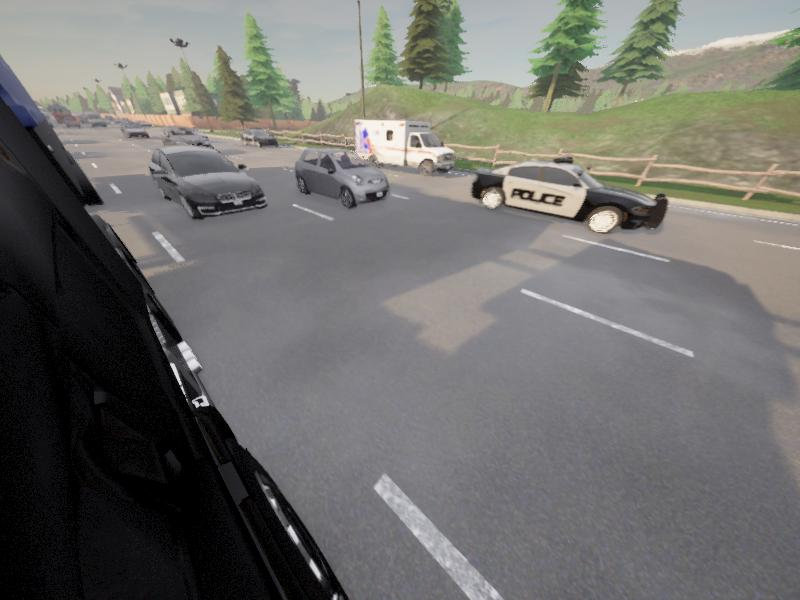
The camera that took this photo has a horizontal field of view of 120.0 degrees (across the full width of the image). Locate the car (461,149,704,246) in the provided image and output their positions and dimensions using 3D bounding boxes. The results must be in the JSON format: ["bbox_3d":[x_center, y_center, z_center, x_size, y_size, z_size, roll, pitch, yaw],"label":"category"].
[{"bbox_3d":[4.855,-3.479,7.173,5.238,1.638,1.930,28,44,30],"label":"car"}]

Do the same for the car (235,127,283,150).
[{"bbox_3d":[-14.248,-16.367,23.301,5.238,1.638,1.930,28,44,30],"label":"car"}]

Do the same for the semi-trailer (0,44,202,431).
[{"bbox_3d":[-8.706,-3.585,4.243,14.254,4.402,2.717,28,44,30],"label":"semi-trailer"}]

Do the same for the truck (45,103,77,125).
[{"bbox_3d":[-83.140,-45.613,56.658,8.468,3.827,2.891,28,44,30],"label":"truck"}]

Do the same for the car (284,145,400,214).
[{"bbox_3d":[-2.020,-4.340,8.035,3.633,1.501,1.845,28,44,30],"label":"car"}]

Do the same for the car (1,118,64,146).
[{"bbox_3d":[-31.087,-14.330,19.667,5.027,1.651,2.152,28,44,30],"label":"car"}]

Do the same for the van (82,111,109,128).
[{"bbox_3d":[-60.739,-35.934,46.070,5.915,2.561,1.988,28,44,30],"label":"van"}]

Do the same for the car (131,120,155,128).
[{"bbox_3d":[-59.386,-40.598,53.319,5.357,1.411,2.033,23,42,26],"label":"car"}]

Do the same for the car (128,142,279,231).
[{"bbox_3d":[-6.008,-3.704,6.990,4.892,1.490,1.837,28,44,30],"label":"car"}]

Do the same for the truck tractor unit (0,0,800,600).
[{"bbox_3d":[-2.645,-0.295,0.352,6.516,4.208,3.053,28,44,30],"label":"truck tractor unit"}]

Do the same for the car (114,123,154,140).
[{"bbox_3d":[-31.603,-19.995,27.383,5.357,1.411,2.033,28,44,30],"label":"car"}]

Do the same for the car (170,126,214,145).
[{"bbox_3d":[-22.864,-18.098,25.338,5.357,1.411,2.033,28,44,30],"label":"car"}]

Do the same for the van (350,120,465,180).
[{"bbox_3d":[0.180,-9.025,13.653,6.366,2.431,2.351,28,44,30],"label":"van"}]

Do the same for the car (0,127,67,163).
[{"bbox_3d":[-21.537,-9.012,13.317,4.181,1.385,1.994,26,43,28],"label":"car"}]

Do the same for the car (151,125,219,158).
[{"bbox_3d":[-15.821,-11.728,17.003,4.611,1.667,2.242,28,44,30],"label":"car"}]

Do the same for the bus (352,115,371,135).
[{"bbox_3d":[-10.941,-51.111,67.642,3.944,4.253,10.273,3,37,-2],"label":"bus"}]

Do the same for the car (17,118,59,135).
[{"bbox_3d":[-43.649,-20.943,27.908,4.792,1.488,2.163,28,44,30],"label":"car"}]
